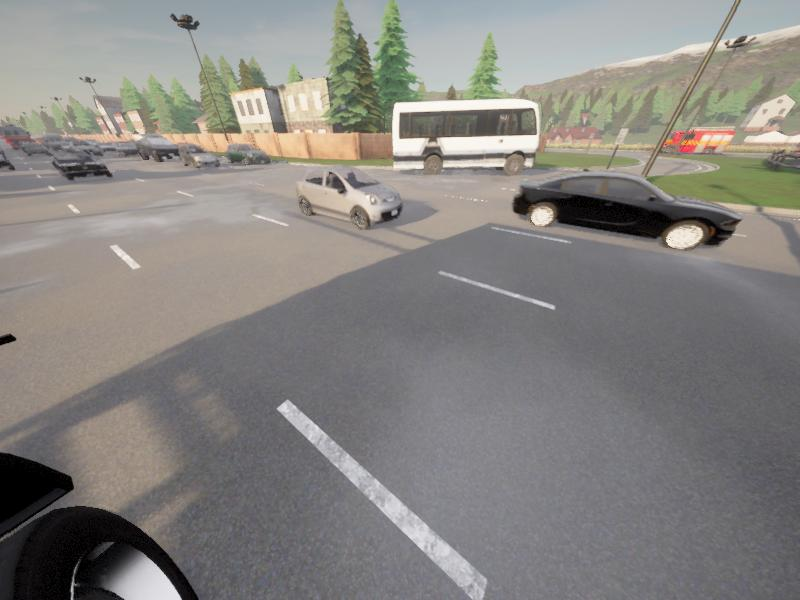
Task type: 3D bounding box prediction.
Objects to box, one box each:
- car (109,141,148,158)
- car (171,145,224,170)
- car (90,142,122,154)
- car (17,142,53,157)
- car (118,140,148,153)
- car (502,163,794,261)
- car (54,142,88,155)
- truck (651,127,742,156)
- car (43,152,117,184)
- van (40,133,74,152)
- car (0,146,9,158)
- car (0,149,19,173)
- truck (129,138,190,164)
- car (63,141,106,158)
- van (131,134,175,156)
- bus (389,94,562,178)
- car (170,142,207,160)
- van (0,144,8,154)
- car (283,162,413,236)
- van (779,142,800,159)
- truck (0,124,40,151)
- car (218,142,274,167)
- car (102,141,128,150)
[{"bbox_3d":[-35.439,-19.684,30.150,5.238,1.638,1.930,22,41,28],"label":"car"},{"bbox_3d":[-17.392,-12.324,19.874,3.988,1.617,1.851,22,41,28],"label":"car"},{"bbox_3d":[-46.613,-24.133,36.579,5.357,1.411,2.033,22,41,28],"label":"car"},{"bbox_3d":[-47.971,-19.803,30.342,4.892,1.490,1.837,22,41,28],"label":"car"},{"bbox_3d":[-45.726,-26.331,39.501,5.238,1.638,1.930,22,41,28],"label":"car"},{"bbox_3d":[5.931,-2.803,6.599,5.008,1.535,1.882,22,41,28],"label":"car"},{"bbox_3d":[-49.646,-22.908,34.814,5.357,1.411,2.033,22,41,28],"label":"car"},{"bbox_3d":[50.146,-27.316,39.739,8.468,3.827,2.891,22,41,28],"label":"truck"},{"bbox_3d":[-20.254,-8.440,14.609,4.718,1.301,1.895,22,41,28],"label":"car"},{"bbox_3d":[-59.964,-27.585,40.355,5.915,2.561,1.988,22,41,28],"label":"van"},{"bbox_3d":[-50.960,-18.548,28.560,4.792,1.488,2.163,22,41,28],"label":"car"},{"bbox_3d":[-31.179,-10.560,17.249,5.027,1.651,2.152,22,41,28],"label":"car"},{"bbox_3d":[-25.222,-15.714,24.198,6.274,2.098,2.390,22,41,28],"label":"truck"},{"bbox_3d":[-39.994,-19.091,29.248,4.611,1.667,2.242,22,41,28],"label":"car"},{"bbox_3d":[-36.185,-22.769,33.840,6.366,2.431,2.351,22,41,28],"label":"van"},{"bbox_3d":[4.571,-11.593,16.735,10.273,4.253,3.944,0,35,3],"label":"bus"},{"bbox_3d":[-25.741,-18.183,28.125,3.988,1.617,1.851,22,41,28],"label":"car"},{"bbox_3d":[-61.589,-23.265,34.340,6.366,2.431,2.351,22,41,28],"label":"van"},{"bbox_3d":[-1.652,-3.423,7.429,3.633,1.501,1.845,22,41,28],"label":"car"},{"bbox_3d":[57.906,-20.914,32.315,4.442,1.987,1.775,22,41,28],"label":"van"},{"bbox_3d":[-71.724,-30.421,43.205,8.468,3.827,2.891,22,41,28],"label":"truck"},{"bbox_3d":[-14.600,-13.913,21.987,4.553,1.767,2.097,20,40,26],"label":"car"},{"bbox_3d":[-56.049,-30.436,45.449,5.357,1.411,2.033,22,41,28],"label":"car"}]
